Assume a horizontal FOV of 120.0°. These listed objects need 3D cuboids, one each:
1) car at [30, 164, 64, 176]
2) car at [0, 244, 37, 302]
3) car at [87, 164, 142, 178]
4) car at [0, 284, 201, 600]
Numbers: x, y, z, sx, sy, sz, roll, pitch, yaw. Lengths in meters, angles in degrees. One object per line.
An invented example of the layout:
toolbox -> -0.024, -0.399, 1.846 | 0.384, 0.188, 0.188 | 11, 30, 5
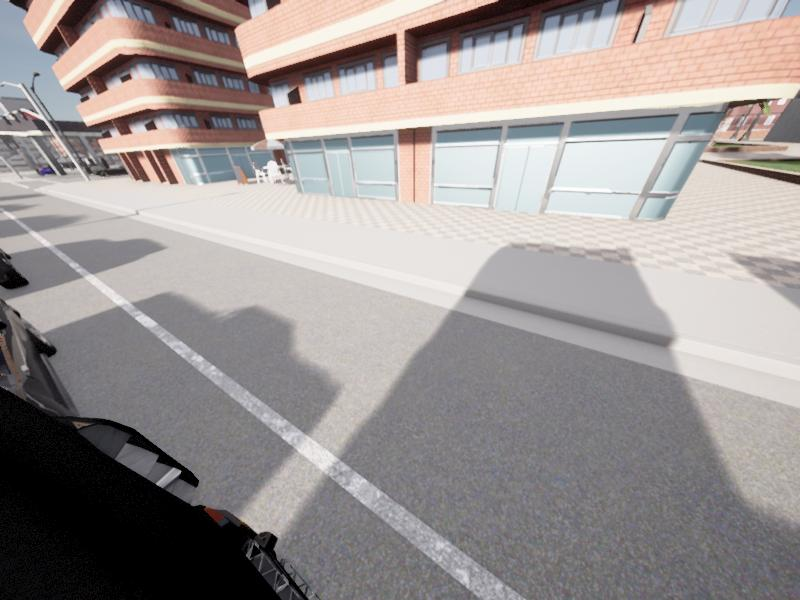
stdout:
car -> -60.572, -22.303, 39.603 | 4.611, 1.667, 2.242 | 17, 38, 26
car -> -9.772, -0.976, 4.379 | 4.553, 1.767, 2.097 | 16, 38, 26
car -> -41.300, -18.752, 33.542 | 1.895, 1.301, 4.718 | 16, 38, 25
car -> -3.818, 0.988, 1.489 | 4.718, 1.301, 1.895 | 16, 38, 26
